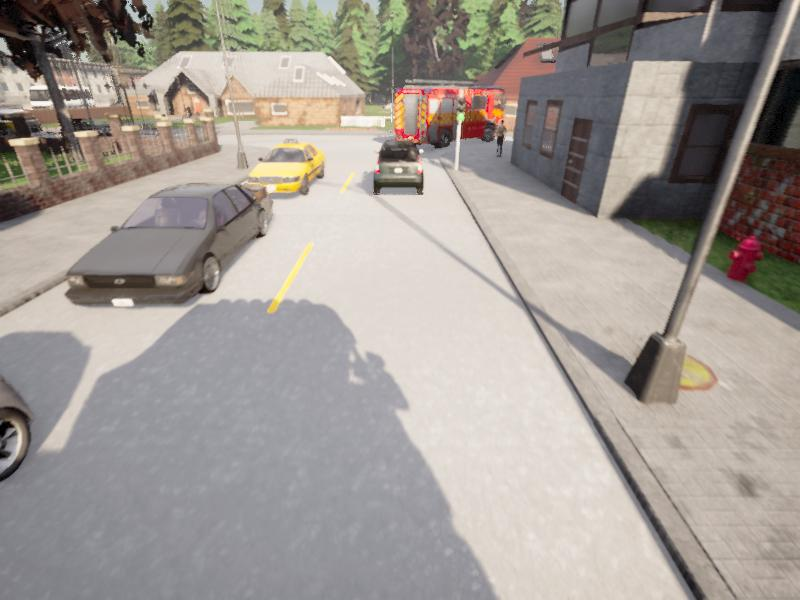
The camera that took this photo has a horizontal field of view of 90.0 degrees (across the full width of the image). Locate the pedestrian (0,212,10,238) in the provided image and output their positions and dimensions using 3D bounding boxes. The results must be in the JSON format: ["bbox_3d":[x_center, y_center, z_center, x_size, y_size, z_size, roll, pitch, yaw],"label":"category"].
[{"bbox_3d":[-9.351,-2.176,8.451,0.751,1.860,0.751,0,27,0],"label":"pedestrian"}]

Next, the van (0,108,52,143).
[{"bbox_3d":[-27.264,-11.978,27.418,4.480,2.038,2.069,1,27,0],"label":"van"}]

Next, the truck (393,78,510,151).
[{"bbox_3d":[3.592,-12.486,26.761,8.468,3.827,2.891,-24,35,-39],"label":"truck"}]

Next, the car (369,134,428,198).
[{"bbox_3d":[-0.038,-5.002,14.598,1.851,1.617,3.988,0,27,0],"label":"car"}]

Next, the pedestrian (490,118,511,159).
[{"bbox_3d":[5.073,-8.156,20.206,0.751,1.860,0.751,9,28,16],"label":"pedestrian"}]

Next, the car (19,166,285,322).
[{"bbox_3d":[-4.063,-1.520,8.018,2.033,1.411,5.357,0,27,-1],"label":"car"}]

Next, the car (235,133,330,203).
[{"bbox_3d":[-3.938,-4.966,14.518,1.801,1.575,5.366,1,27,0],"label":"car"}]

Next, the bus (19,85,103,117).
[{"bbox_3d":[-53.194,-31.639,63.464,3.944,4.253,10.273,0,27,0],"label":"bus"}]

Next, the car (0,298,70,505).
[{"bbox_3d":[-4.172,1.488,2.019,1.845,1.501,3.633,-1,27,-2],"label":"car"}]

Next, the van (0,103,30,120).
[{"bbox_3d":[-53.339,-25.602,54.205,1.775,1.987,4.442,0,27,0],"label":"van"}]

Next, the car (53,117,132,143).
[{"bbox_3d":[-21.060,-11.722,27.545,3.633,1.501,1.845,0,27,0],"label":"car"}]

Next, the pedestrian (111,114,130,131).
[{"bbox_3d":[-24.262,-15.469,34.771,0.751,1.300,0.751,8,28,14],"label":"pedestrian"}]
